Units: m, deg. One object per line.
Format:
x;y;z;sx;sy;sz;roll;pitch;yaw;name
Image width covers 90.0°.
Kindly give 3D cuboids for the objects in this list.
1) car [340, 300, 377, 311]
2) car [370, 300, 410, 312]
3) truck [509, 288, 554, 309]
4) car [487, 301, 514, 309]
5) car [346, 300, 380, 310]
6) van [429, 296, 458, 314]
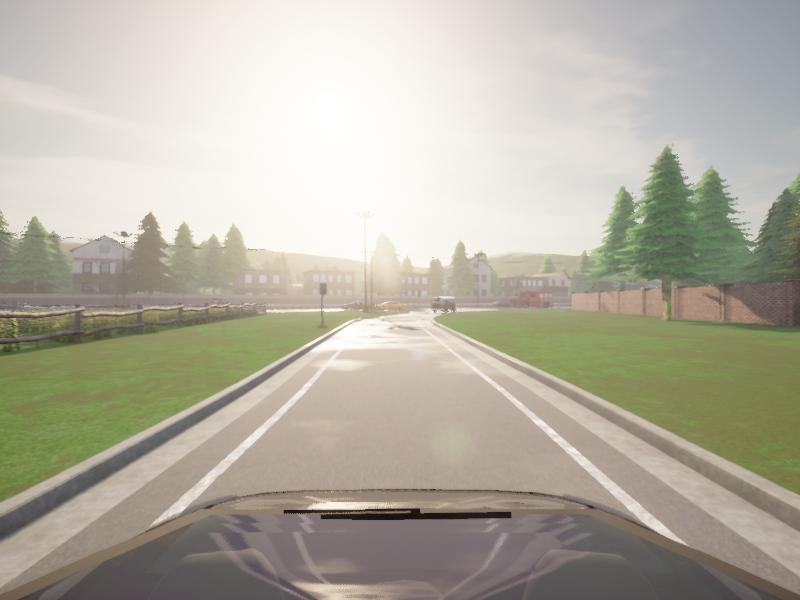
-6.106;0.846;58.888;5.008;1.535;1.882;0;0;-25;car
-1.444;0.824;57.183;5.366;1.575;1.801;0;0;-25;car
25.390;-0.295;77.259;8.468;3.827;2.891;0;0;-25;truck
19.767;0.900;78.515;4.902;1.511;2.128;0;0;-25;car
-5.750;0.848;62.908;5.008;1.535;1.882;0;0;-25;car
5.359;0.593;48.986;2.069;2.038;4.480;0;0;27;van
